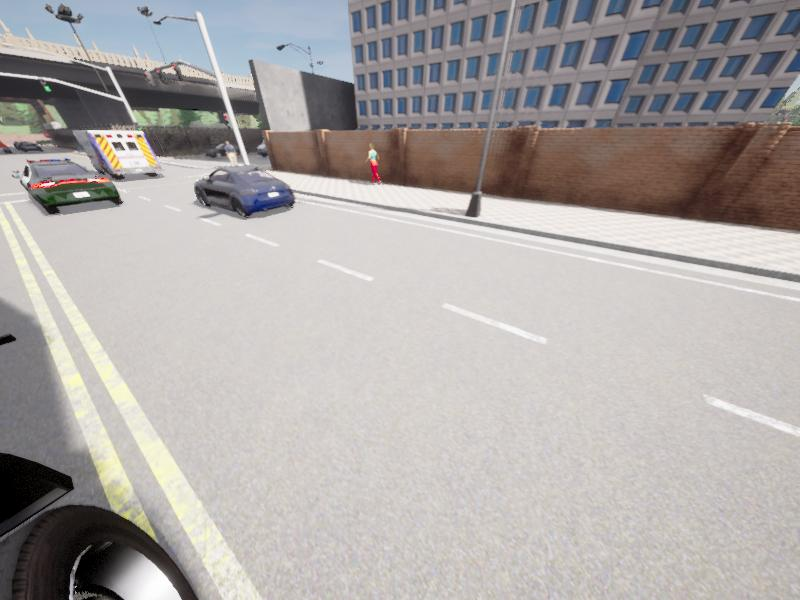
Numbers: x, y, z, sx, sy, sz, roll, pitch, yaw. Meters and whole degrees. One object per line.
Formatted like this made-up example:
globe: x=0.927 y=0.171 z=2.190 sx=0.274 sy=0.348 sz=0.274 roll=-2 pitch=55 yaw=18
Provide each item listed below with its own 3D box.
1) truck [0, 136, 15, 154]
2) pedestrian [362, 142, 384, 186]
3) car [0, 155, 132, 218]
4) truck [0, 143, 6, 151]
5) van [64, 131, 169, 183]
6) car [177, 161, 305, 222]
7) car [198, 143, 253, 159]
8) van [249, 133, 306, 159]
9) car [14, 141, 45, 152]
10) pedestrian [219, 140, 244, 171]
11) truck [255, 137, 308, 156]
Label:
truck: x=-59.820 y=-22.812 z=33.658 sx=5.204 sy=2.467 sz=2.627 roll=21 pitch=40 yaw=26
pedestrian: x=-1.356 y=-6.966 z=11.859 sx=0.751 sy=1.860 sz=0.751 roll=21 pitch=40 yaw=27
car: x=-13.139 y=-4.622 z=9.035 sx=4.974 sy=1.542 sz=2.038 roll=21 pitch=40 yaw=27
truck: x=-71.450 y=-27.097 z=39.966 sx=6.274 sy=2.098 sz=2.390 roll=21 pitch=40 yaw=26
van: x=-18.288 y=-9.390 z=14.924 sx=6.366 sy=2.431 sz=2.351 roll=21 pitch=40 yaw=26
car: x=-5.919 y=-4.212 z=8.648 sx=4.181 sy=1.385 sz=1.994 roll=21 pitch=40 yaw=27
car: x=-21.203 y=-18.352 z=28.384 sx=1.837 sy=1.490 sz=4.892 roll=22 pitch=40 yaw=27
van: x=-15.530 y=-20.032 z=29.904 sx=1.988 sy=2.561 sz=5.915 roll=21 pitch=40 yaw=27
car: x=-61.191 y=-25.303 z=38.120 sx=4.181 sy=1.385 sz=1.994 roll=21 pitch=40 yaw=26
pedestrian: x=-11.932 y=-10.252 z=16.396 sx=0.751 sy=1.860 sz=0.751 roll=-23 pitch=42 yaw=-30
truck: x=-16.908 y=-22.315 z=33.515 sx=2.390 sy=2.098 sz=6.274 roll=21 pitch=40 yaw=27
